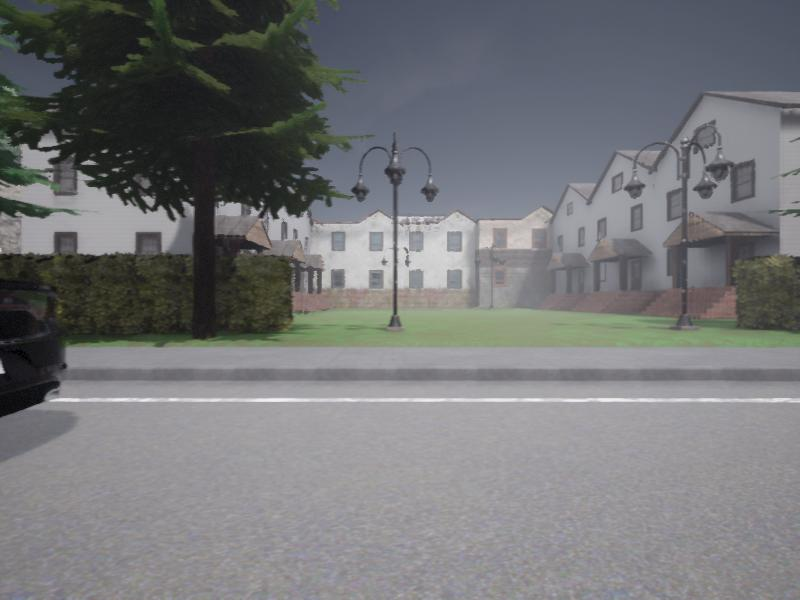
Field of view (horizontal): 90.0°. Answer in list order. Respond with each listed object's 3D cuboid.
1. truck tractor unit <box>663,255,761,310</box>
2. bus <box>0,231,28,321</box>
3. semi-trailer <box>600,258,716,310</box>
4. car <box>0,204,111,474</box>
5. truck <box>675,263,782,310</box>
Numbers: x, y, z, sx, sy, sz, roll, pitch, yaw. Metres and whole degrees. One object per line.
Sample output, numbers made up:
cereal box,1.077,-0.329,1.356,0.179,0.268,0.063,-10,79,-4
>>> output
truck tractor unit,25.796,-1.297,33.571,3.053,4.208,6.516,0,-1,-2
bus,-21.072,-1.167,15.373,3.944,4.253,10.273,0,0,0
semi-trailer,25.733,-1.390,41.480,2.717,4.402,14.254,0,0,0
car,-4.776,0.219,2.199,5.008,1.535,1.882,0,0,0
truck,29.755,-1.091,36.885,2.891,3.827,8.468,0,0,0
